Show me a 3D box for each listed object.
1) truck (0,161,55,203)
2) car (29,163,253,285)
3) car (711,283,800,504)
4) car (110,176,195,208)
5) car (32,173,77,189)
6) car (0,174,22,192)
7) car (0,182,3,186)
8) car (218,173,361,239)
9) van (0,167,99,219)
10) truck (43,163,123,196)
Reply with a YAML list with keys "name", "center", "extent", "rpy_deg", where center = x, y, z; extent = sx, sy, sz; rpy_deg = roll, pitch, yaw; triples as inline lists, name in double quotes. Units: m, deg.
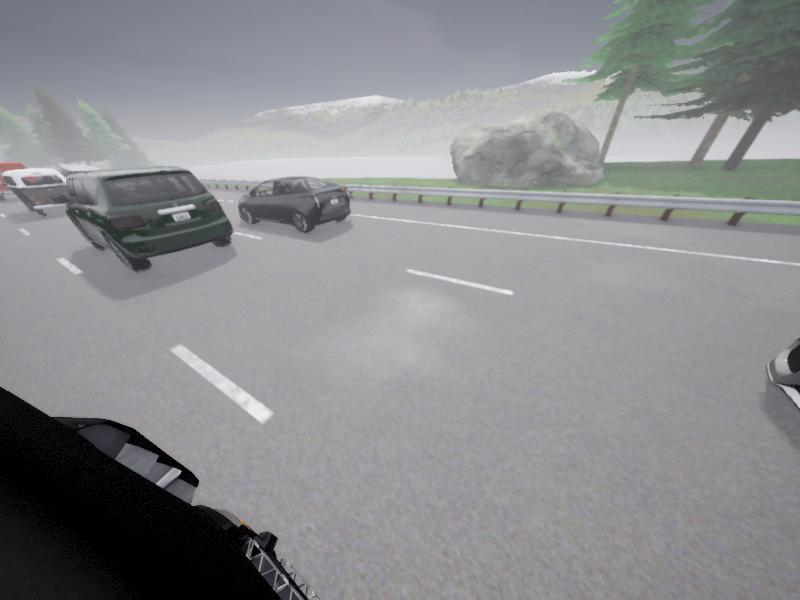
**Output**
- name: "truck"
  center: [-30.972, -9.445, 18.269]
  extent: [5.204, 2.467, 2.627]
  rpy_deg: [16, 38, 26]
- name: "car"
  center: [-7.006, -2.408, 6.268]
  extent: [5.566, 2.045, 2.150]
  rpy_deg: [17, 38, 27]
- name: "car"
  center: [5.106, 1.230, 0.280]
  extent: [5.027, 1.651, 2.152]
  rpy_deg: [16, 38, 26]
- name: "car"
  center: [-14.805, -6.561, 13.810]
  extent: [4.718, 1.301, 1.895]
  rpy_deg: [16, 38, 26]
- name: "car"
  center: [-38.783, -13.427, 25.925]
  extent: [4.718, 1.301, 1.895]
  rpy_deg: [16, 38, 26]
- name: "car"
  center: [-42.221, -12.261, 24.233]
  extent: [4.193, 1.474, 1.816]
  rpy_deg: [16, 38, 26]
- name: "car"
  center: [-57.530, -16.525, 31.949]
  extent: [4.718, 1.301, 1.895]
  rpy_deg: [15, 37, 25]
- name: "car"
  center: [-3.891, -3.532, 8.230]
  extent: [4.514, 1.525, 2.007]
  rpy_deg: [16, 38, 26]
- name: "van"
  center: [-19.027, -5.853, 12.355]
  extent: [4.480, 2.038, 2.069]
  rpy_deg: [16, 38, 26]
- name: "truck"
  center: [-27.280, -10.464, 19.886]
  extent: [6.274, 2.098, 2.390]
  rpy_deg: [16, 38, 26]
